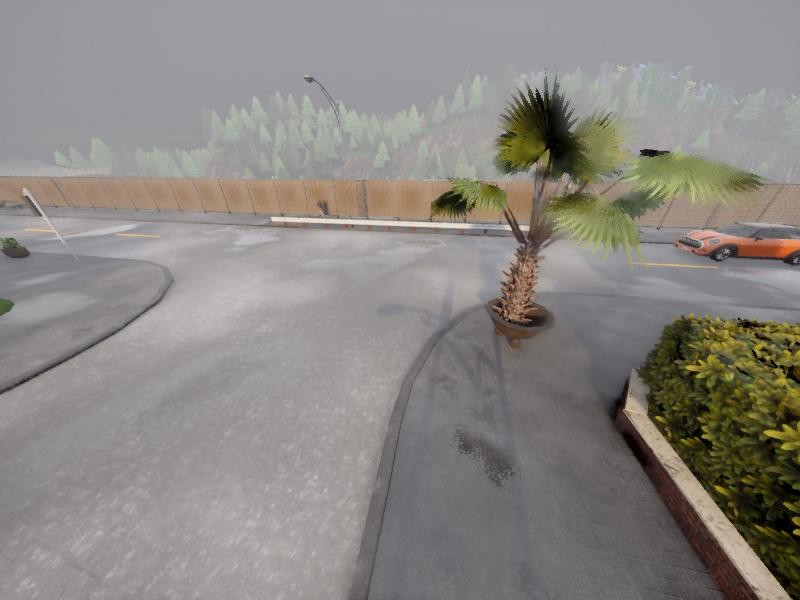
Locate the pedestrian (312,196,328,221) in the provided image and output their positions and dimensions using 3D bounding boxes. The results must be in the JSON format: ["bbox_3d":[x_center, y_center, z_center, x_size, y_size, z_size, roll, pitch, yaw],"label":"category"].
[{"bbox_3d":[-6.751,-7.734,19.491,0.751,1.860,0.751,6,30,10],"label":"pedestrian"}]

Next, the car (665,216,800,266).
[{"bbox_3d":[17.471,-3.080,11.753,4.553,1.767,2.097,5,30,9],"label":"car"}]
